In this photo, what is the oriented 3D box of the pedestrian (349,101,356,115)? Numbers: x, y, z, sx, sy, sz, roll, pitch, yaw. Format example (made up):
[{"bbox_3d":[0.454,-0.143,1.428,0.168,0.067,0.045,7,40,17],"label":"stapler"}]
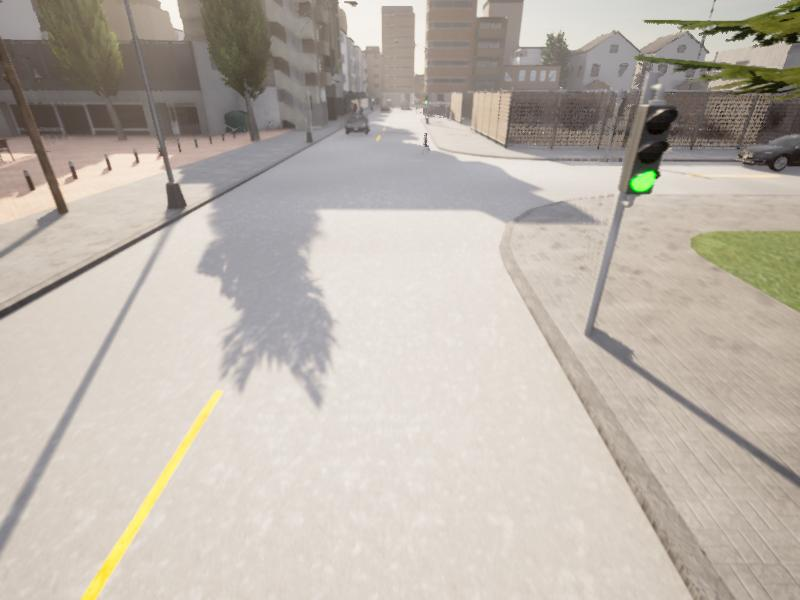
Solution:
[{"bbox_3d":[-7.403,-29.986,62.518,0.751,1.860,0.751,4,27,6],"label":"pedestrian"}]

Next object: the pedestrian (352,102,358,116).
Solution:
[{"bbox_3d":[-6.775,-28.945,60.499,0.751,1.860,0.751,2,27,4],"label":"pedestrian"}]

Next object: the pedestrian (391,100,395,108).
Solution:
[{"bbox_3d":[-1.629,-46.855,95.566,0.751,1.860,0.751,-9,28,-16],"label":"pedestrian"}]

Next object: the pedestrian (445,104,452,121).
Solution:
[{"bbox_3d":[5.973,-23.307,49.629,0.751,1.860,0.751,2,27,3],"label":"pedestrian"}]

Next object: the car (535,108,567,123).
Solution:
[{"bbox_3d":[18.487,-22.759,49.267,2.033,1.415,5.357,0,27,1],"label":"car"}]

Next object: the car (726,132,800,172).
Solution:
[{"bbox_3d":[18.341,-6.811,18.333,4.892,1.490,1.837,0,27,0],"label":"car"}]

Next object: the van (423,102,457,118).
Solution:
[{"bbox_3d":[5.805,-27.786,58.418,4.480,2.038,2.069,-7,25,-13],"label":"van"}]

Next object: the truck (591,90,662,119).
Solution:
[{"bbox_3d":[34.585,-30.054,61.532,8.468,3.827,2.891,0,27,1],"label":"truck"}]

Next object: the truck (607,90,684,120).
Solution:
[{"bbox_3d":[35.377,-28.210,57.956,8.468,3.827,2.891,0,27,1],"label":"truck"}]

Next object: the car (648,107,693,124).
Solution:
[{"bbox_3d":[32.564,-22.401,48.389,2.242,1.667,4.611,0,27,1],"label":"car"}]

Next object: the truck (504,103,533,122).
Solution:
[{"bbox_3d":[14.530,-23.145,49.309,2.069,2.038,4.478,0,27,1],"label":"truck"}]

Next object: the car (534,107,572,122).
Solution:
[{"bbox_3d":[18.712,-22.748,49.090,3.705,1.547,1.789,0,27,1],"label":"car"}]

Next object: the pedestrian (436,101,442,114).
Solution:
[{"bbox_3d":[6.506,-32.074,66.648,0.751,1.860,0.751,20,33,33],"label":"pedestrian"}]

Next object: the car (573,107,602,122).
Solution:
[{"bbox_3d":[23.171,-22.963,49.560,1.845,1.501,3.633,0,27,1],"label":"car"}]

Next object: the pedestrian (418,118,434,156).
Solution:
[{"bbox_3d":[1.422,-8.896,21.819,0.751,1.860,0.751,0,27,-1],"label":"pedestrian"}]

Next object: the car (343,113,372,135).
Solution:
[{"bbox_3d":[-3.598,-15.278,34.606,2.007,1.525,4.514,0,27,0],"label":"car"}]

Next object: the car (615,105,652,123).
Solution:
[{"bbox_3d":[28.277,-22.647,48.608,1.905,1.878,3.866,0,27,1],"label":"car"}]

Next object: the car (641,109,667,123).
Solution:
[{"bbox_3d":[30.427,-22.047,47.914,1.481,1.379,2.207,0,27,1],"label":"car"}]
